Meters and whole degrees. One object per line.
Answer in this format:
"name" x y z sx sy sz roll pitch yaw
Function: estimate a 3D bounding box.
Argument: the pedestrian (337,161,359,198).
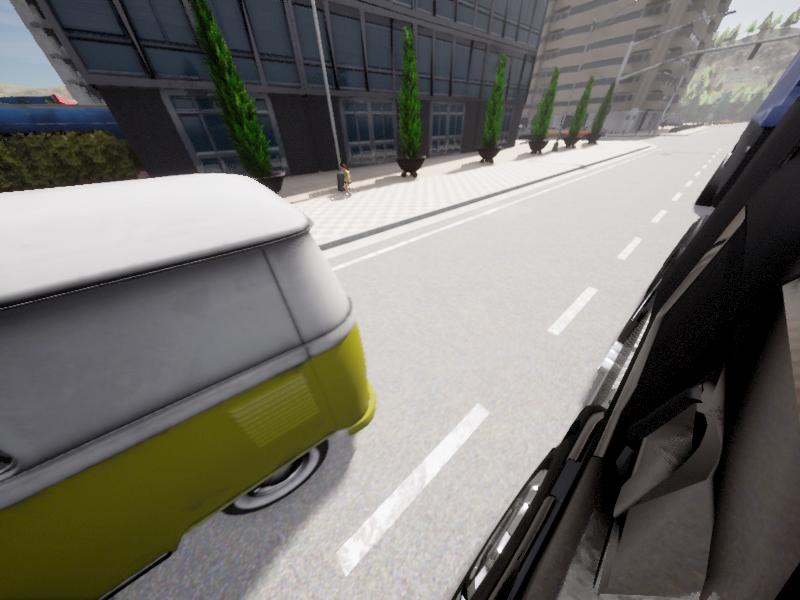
"pedestrian" -1.882 -4.386 8.417 0.500 1.100 0.500 -21 40 -23

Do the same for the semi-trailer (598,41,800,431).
"semi-trailer" 8.690 -3.587 4.271 14.254 4.402 2.717 -28 44 -30

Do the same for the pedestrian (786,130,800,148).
"pedestrian" 29.979 -12.319 17.030 0.751 1.860 0.751 -27 43 -29

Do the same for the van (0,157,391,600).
"van" -2.423 0.789 1.002 4.442 1.987 1.775 -25 42 -27

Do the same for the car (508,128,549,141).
"car" 19.778 -25.565 35.741 2.128 1.511 4.902 -27 43 -30

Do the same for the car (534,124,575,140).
"car" 23.896 -26.122 35.964 1.932 1.855 4.605 -27 43 -30

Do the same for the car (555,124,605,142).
"car" 24.200 -22.607 31.266 2.097 1.767 4.553 -27 43 -30

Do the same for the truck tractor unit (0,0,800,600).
"truck tractor unit" 2.645 -0.295 0.351 6.516 4.208 3.053 -28 44 -30

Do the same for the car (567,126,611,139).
"car" 28.944 -25.722 35.516 1.812 1.442 4.674 -27 43 -30
